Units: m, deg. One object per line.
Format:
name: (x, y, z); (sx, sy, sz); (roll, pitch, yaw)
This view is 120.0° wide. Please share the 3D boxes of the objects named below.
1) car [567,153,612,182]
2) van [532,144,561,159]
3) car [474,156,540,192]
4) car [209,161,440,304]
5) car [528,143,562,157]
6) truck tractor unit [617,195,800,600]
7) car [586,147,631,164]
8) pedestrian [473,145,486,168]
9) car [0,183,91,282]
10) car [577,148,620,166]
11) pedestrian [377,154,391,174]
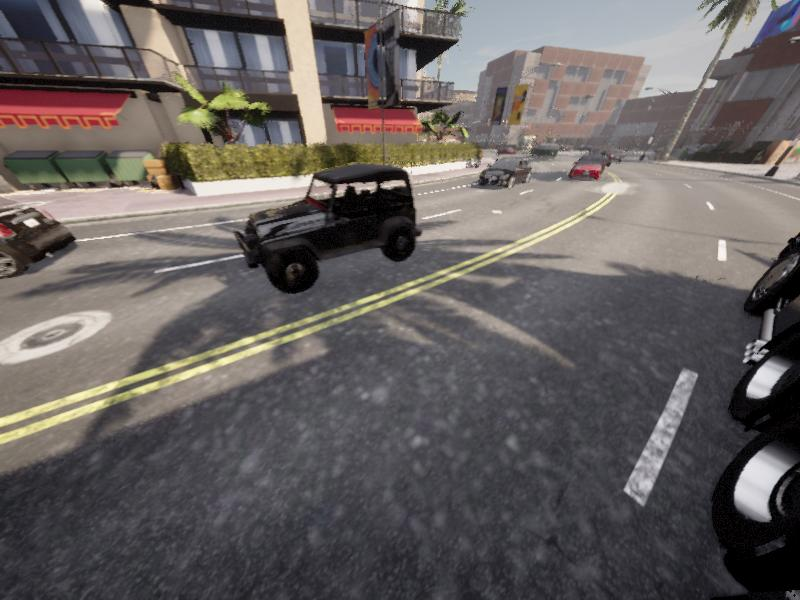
car: (14.298, -10.101, 17.480); (2.007, 1.525, 4.514); (22, 40, 28)
van: (25.016, -25.565, 39.613); (1.775, 1.987, 4.442); (-1, 35, -3)
car: (6.784, -8.051, 14.492); (1.837, 1.490, 4.892); (28, 43, 34)
car: (-1.314, -1.775, 4.978); (3.866, 1.878, 1.905); (-22, 40, -29)
car: (27.684, -28.874, 44.384); (2.150, 2.045, 5.566); (-6, 35, -9)
truck tractor unit: (4.989, -0.403, 0.948); (6.516, 4.208, 3.053); (-23, 41, -29)
car: (28.282, -19.804, 31.569); (2.152, 1.651, 5.027); (5, 35, 7)
pedestrian: (7.747, -14.001, 22.517); (0.751, 1.860, 0.751); (19, 39, 25)
car: (-9.518, -1.110, 4.339); (3.806, 1.475, 1.970); (-17, 38, -23)
car: (23.961, -17.501, 28.158); (2.242, 1.667, 4.611); (9, 36, 12)
pedestrian: (-1.284, -10.995, 18.625); (0.751, 1.300, 0.751); (-24, 41, -30)
